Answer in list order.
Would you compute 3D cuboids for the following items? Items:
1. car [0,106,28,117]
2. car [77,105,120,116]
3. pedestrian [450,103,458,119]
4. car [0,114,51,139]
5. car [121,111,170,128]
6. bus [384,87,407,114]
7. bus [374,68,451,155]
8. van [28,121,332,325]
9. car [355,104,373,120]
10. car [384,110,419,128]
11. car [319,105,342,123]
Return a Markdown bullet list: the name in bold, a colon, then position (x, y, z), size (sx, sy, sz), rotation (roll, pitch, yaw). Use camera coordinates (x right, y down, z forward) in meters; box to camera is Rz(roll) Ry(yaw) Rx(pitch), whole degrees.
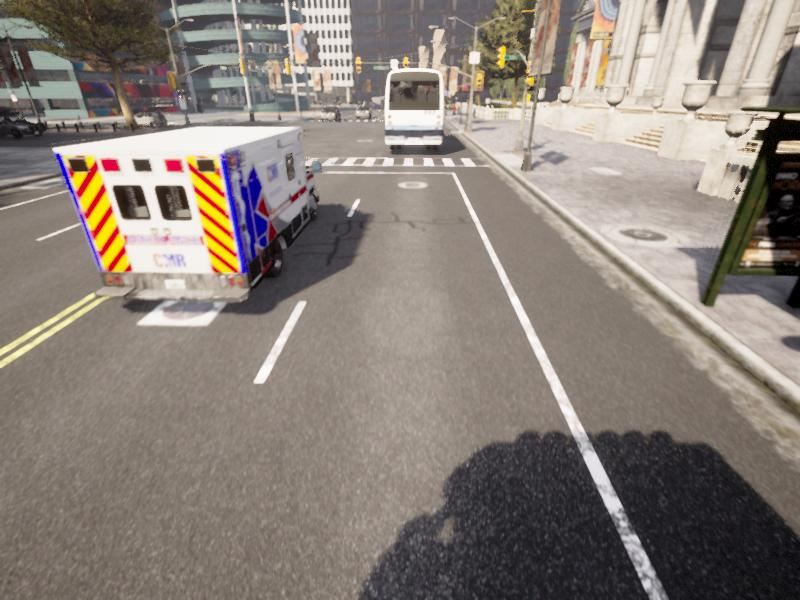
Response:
- **car**: position (-59.493, -28.362, 60.163), size (4.786, 1.482, 2.161), rotation (1, 27, 1)
- **car**: position (-47.786, -30.121, 63.505), size (4.902, 1.511, 2.128), rotation (1, 27, 1)
- **pedestrian**: position (7.124, -24.865, 52.728), size (0.751, 1.860, 0.751), rotation (10, 29, 18)
- **car**: position (-31.411, -13.910, 31.964), size (4.611, 1.667, 2.242), rotation (1, 27, 2)
- **car**: position (-26.754, -19.065, 42.174), size (3.633, 1.501, 1.845), rotation (0, 27, 0)
- **bus**: position (-0.963, -37.715, 75.565), size (3.944, 4.253, 10.273), rotation (-1, 27, -3)
- **bus**: position (0.828, -12.362, 26.103), size (3.944, 4.253, 10.273), rotation (1, 27, 2)
- **van**: position (-3.262, -2.179, 8.242), size (2.351, 2.431, 6.366), rotation (1, 27, 2)
- **car**: position (-4.945, -25.952, 55.226), size (1.932, 1.855, 4.605), rotation (1, 27, 2)
- **car**: position (0.209, -19.680, 43.366), size (2.038, 1.542, 4.974), rotation (11, 29, 20)
- **car**: position (-8.648, -23.281, 50.015), size (1.932, 1.855, 4.605), rotation (1, 27, 2)
